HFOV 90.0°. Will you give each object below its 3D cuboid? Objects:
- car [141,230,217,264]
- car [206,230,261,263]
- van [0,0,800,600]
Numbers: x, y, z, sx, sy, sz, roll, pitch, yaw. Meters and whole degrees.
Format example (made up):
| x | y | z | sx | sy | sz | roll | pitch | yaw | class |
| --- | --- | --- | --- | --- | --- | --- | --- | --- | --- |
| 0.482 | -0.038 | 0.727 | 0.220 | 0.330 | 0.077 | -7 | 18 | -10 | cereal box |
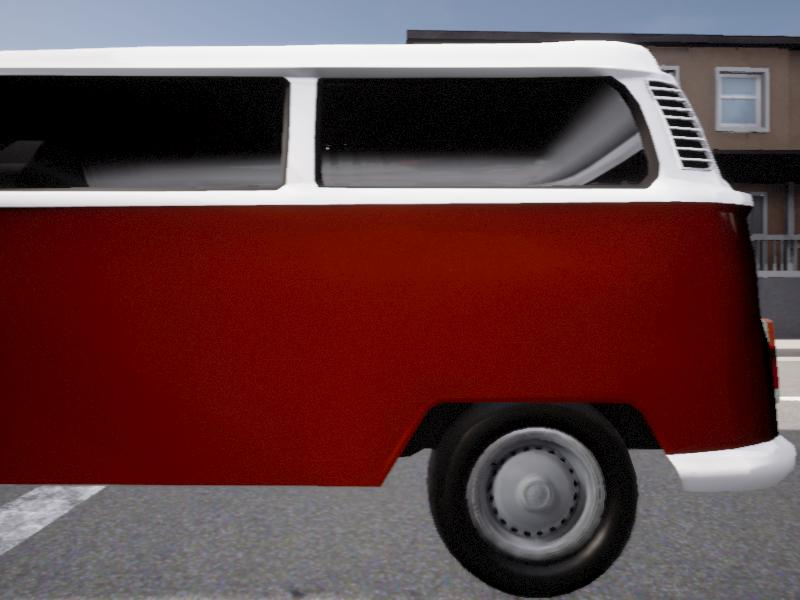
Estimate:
| x | y | z | sx | sy | sz | roll | pitch | yaw | class |
| --- | --- | --- | --- | --- | --- | --- | --- | --- | --- |
| -14.246 | -3.581 | 26.275 | 2.033 | 1.411 | 5.357 | 0 | 17 | -1 | car |
| -10.747 | -3.585 | 26.214 | 1.816 | 1.474 | 4.193 | 0 | 17 | -1 | car |
| -0.818 | -0.026 | 2.159 | 4.480 | 2.038 | 2.069 | 0 | 0 | 0 | van |
